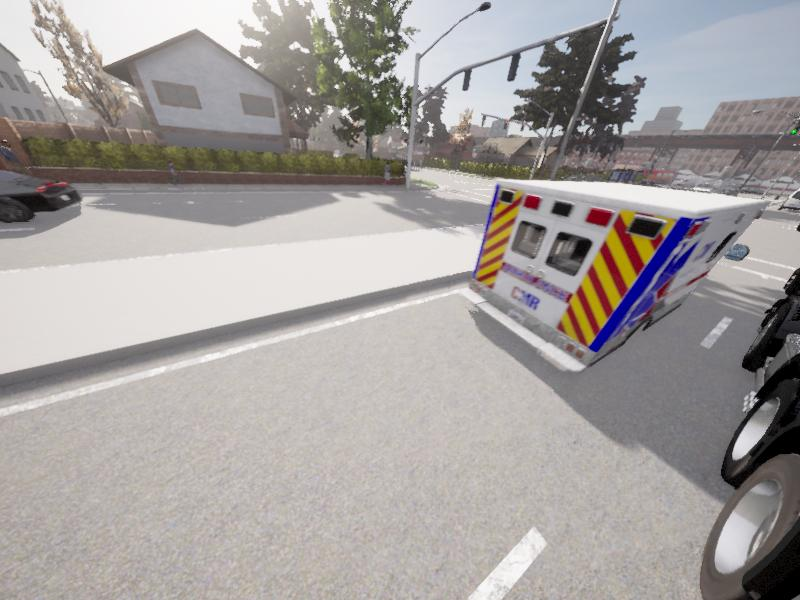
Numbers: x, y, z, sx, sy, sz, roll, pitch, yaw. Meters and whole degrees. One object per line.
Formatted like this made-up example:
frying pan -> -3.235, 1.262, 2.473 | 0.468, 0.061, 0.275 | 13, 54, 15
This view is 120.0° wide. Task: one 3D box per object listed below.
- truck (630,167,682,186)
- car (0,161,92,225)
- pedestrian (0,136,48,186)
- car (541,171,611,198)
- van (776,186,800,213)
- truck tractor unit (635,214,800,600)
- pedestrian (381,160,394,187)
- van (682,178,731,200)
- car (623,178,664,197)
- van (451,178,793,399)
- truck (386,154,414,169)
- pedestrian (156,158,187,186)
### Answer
truck -> 72.224, -35.174, 65.489 | 2.891, 3.827, 8.468 | -14, 37, -27
car -> -13.537, -3.141, 6.705 | 4.974, 1.542, 2.038 | -14, 37, -27
pedestrian -> -17.262, -6.222, 10.392 | 0.751, 1.860, 0.751 | -22, 41, -36
car -> 18.886, -12.542, 25.030 | 5.566, 2.045, 2.150 | 1, 33, -5
van -> 46.952, -11.679, 26.836 | 5.915, 2.561, 1.988 | -14, 37, -27
truck tractor unit -> 5.134, -0.105, 1.281 | 6.516, 4.208, 3.053 | -9, 25, -33
pedestrian -> -1.020, -10.257, 18.764 | 0.751, 1.860, 0.751 | -11, 36, -23
van -> 43.870, -15.846, 33.034 | 6.366, 2.431, 2.351 | -14, 37, -27
car -> 32.117, -14.837, 30.466 | 4.605, 1.855, 1.932 | -15, 37, -27
van -> 4.497, -0.934, 4.748 | 6.366, 2.431, 2.351 | -14, 37, -26
truck -> -0.128, -27.283, 45.514 | 2.390, 2.098, 6.274 | -14, 37, -27
pedestrian -> -12.820, -7.211, 13.023 | 0.751, 1.300, 0.751 | -15, 37, -27
